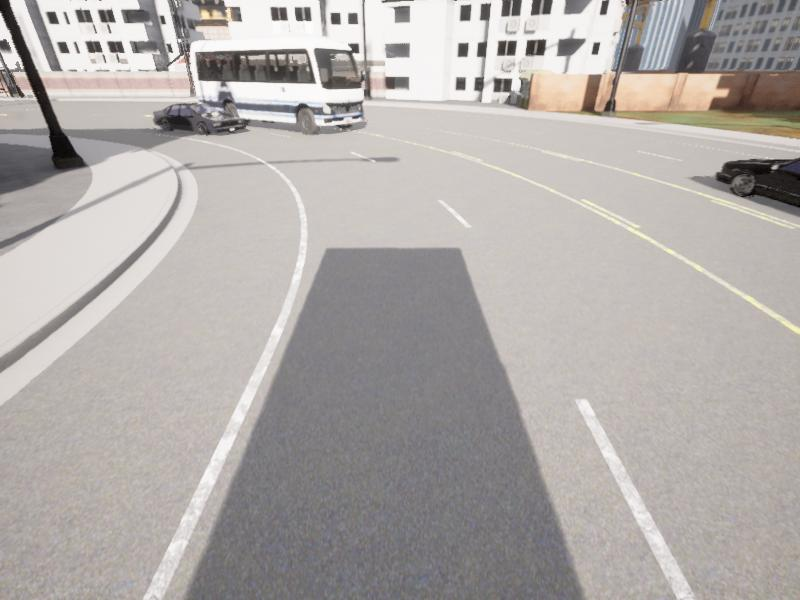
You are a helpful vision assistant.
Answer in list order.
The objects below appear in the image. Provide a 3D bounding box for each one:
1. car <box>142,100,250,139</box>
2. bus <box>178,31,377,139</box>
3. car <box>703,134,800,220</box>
[{"bbox_3d":[-10.594,-9.454,20.774,5.357,1.411,2.033,17,34,26],"label":"car"},{"bbox_3d":[-6.600,-11.626,21.665,10.273,4.253,3.944,18,34,28],"label":"bus"},{"bbox_3d":[10.104,-2.569,9.011,2.033,1.411,5.357,-4,31,-6],"label":"car"}]
